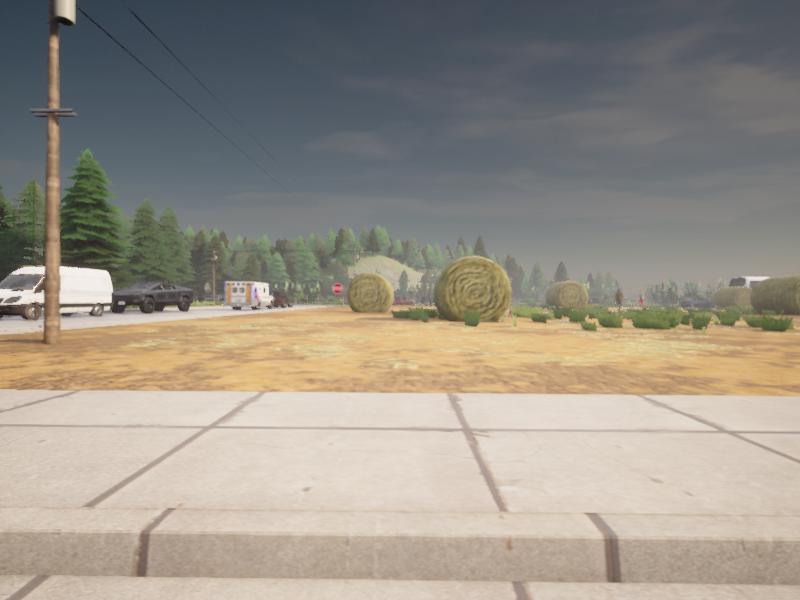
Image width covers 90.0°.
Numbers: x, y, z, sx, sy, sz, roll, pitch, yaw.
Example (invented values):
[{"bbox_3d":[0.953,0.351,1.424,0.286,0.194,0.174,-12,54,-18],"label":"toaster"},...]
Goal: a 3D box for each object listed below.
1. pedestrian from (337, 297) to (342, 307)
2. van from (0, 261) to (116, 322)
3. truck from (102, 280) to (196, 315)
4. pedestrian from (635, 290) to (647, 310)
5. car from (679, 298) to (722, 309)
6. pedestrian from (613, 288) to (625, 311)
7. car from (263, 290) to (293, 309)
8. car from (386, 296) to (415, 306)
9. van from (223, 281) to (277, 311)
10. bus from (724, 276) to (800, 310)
[{"bbox_3d":[-6.292,0.209,41.801,0.500,1.100,0.500,0,0,-4],"label":"pedestrian"},{"bbox_3d":[-17.246,-0.374,19.819,1.988,2.561,5.915,0,0,2],"label":"van"},{"bbox_3d":[-17.010,-0.161,27.695,2.390,2.098,6.274,0,0,2],"label":"truck"},{"bbox_3d":[22.192,-0.021,36.801,0.751,1.860,0.751,0,0,-43],"label":"pedestrian"},{"bbox_3d":[39.724,0.437,52.990,4.193,1.474,1.816,0,0,4],"label":"car"},{"bbox_3d":[17.919,-0.042,32.702,0.751,1.860,0.751,0,0,39],"label":"pedestrian"},{"bbox_3d":[-13.097,-0.048,43.181,1.905,1.878,3.866,0,0,2],"label":"car"},{"bbox_3d":[0.161,0.190,59.519,4.193,1.474,1.816,0,0,4],"label":"car"},{"bbox_3d":[-13.293,-0.310,35.990,2.351,2.431,6.366,0,0,2],"label":"van"},{"bbox_3d":[49.293,-0.893,52.376,10.273,4.253,3.944,0,0,4],"label":"bus"}]
